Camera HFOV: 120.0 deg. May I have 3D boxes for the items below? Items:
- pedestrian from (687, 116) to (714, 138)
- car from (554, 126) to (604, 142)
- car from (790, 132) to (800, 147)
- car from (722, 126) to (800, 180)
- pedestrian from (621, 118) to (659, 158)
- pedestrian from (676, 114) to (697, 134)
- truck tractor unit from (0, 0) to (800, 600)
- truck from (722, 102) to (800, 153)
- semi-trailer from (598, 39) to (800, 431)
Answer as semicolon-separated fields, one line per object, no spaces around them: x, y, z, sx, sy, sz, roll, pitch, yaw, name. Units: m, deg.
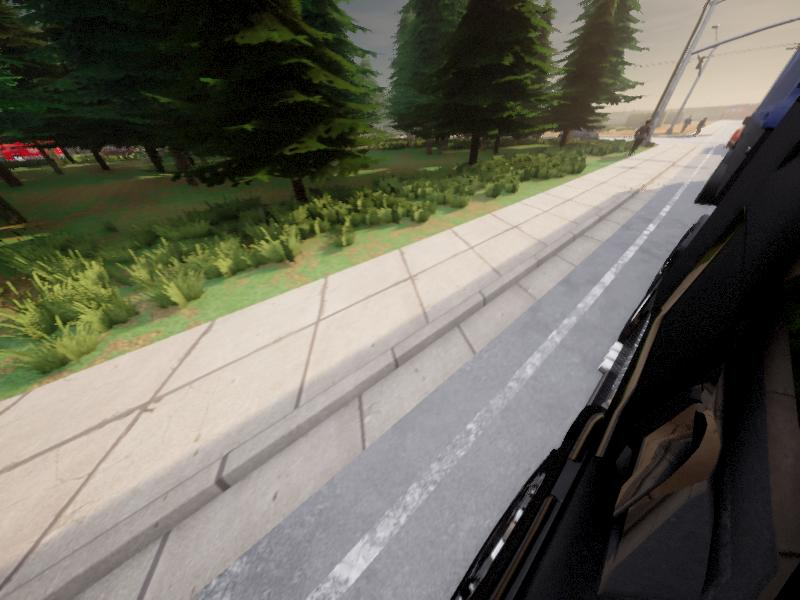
32.781;-18.892;25.210;0.751;1.860;0.751;6;38;11;pedestrian
21.541;-20.114;28.000;1.994;1.385;4.181;-28;44;-30;car
29.312;-11.116;15.494;2.033;1.411;5.357;29;47;34;car
16.669;-6.578;10.119;4.902;1.511;2.128;-26;43;-28;car
14.140;-9.553;13.647;0.751;1.860;0.751;-28;44;-30;pedestrian
34.832;-21.373;28.120;0.751;1.860;0.751;18;41;25;pedestrian
2.645;-0.295;0.351;6.516;4.208;3.053;-28;44;-30;truck tractor unit
25.075;-11.819;15.786;5.204;2.467;2.627;-29;44;-31;truck
8.671;-3.624;4.254;14.254;4.402;2.717;-28;44;-30;semi-trailer
